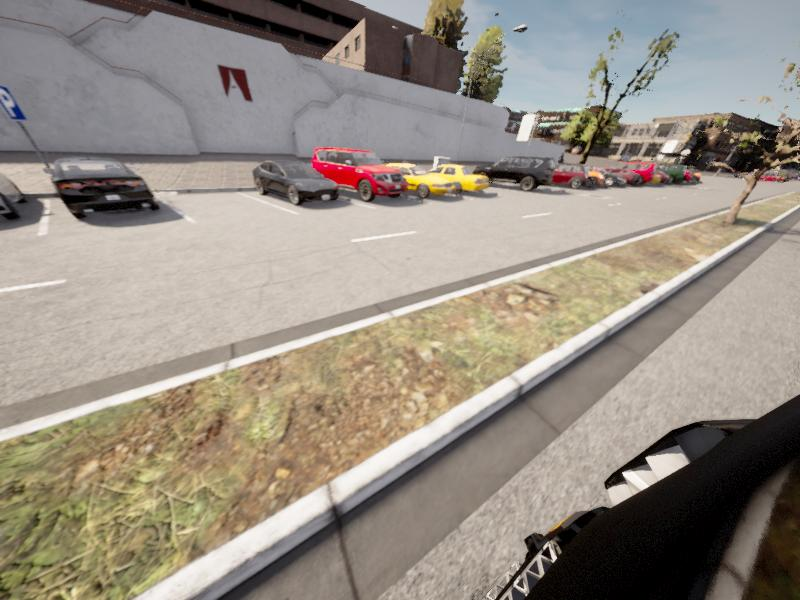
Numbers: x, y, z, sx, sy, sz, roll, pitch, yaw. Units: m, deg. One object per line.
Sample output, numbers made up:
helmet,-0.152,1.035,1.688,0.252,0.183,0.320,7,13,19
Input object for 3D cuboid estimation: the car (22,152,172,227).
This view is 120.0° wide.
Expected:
car,-10.005,-3.948,7.753,5.008,1.535,2.097,26,40,32

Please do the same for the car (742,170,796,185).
car,58.254,-19.439,36.608,1.851,1.617,3.988,-9,35,-21

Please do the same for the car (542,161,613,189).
car,15.927,-11.386,20.881,4.553,1.767,2.185,26,39,31

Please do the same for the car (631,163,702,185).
car,34.181,-16.484,30.039,5.566,2.045,2.435,26,39,32

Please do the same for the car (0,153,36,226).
car,-12.607,-3.184,6.468,4.674,1.452,2.002,26,39,32

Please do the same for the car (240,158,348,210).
car,-4.793,-5.395,10.388,4.792,1.488,2.163,26,39,32

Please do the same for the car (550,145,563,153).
car,46.826,-45.181,69.052,1.946,1.575,5.366,32,42,28

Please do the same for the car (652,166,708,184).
car,39.417,-17.774,32.705,4.553,1.767,2.185,27,40,32

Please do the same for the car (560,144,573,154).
car,48.131,-43.509,66.719,1.878,1.987,4.442,32,42,28

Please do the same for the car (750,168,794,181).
car,81.566,-27.629,50.796,1.878,1.987,4.442,-26,42,-37

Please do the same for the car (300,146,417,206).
car,-2.185,-6.367,11.552,5.566,2.045,2.435,26,39,32

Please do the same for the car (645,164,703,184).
car,36.861,-17.133,31.313,4.442,1.987,1.878,26,39,32

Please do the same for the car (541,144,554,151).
car,45.236,-46.807,70.955,2.002,1.452,4.674,32,42,27

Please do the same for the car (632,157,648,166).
car,56.980,-32.965,54.975,2.002,1.452,4.674,32,42,28

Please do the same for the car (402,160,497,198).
car,2.825,-7.703,14.422,5.366,1.575,1.946,26,40,32

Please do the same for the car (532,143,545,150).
car,43.750,-48.537,72.948,2.002,1.452,4.674,32,42,28

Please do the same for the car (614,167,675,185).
car,28.927,-14.821,27.567,4.674,1.452,2.002,26,40,32

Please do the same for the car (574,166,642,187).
car,21.106,-12.692,23.605,4.792,1.488,2.163,26,40,32

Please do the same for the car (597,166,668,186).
car,26.183,-14.214,26.322,5.366,1.575,1.946,26,40,32

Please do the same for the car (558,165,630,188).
car,18.536,-11.991,22.260,4.892,1.521,2.231,26,39,32

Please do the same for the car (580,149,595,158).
car,51.105,-39.911,62.932,2.231,1.521,4.892,32,42,28

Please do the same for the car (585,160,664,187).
car,23.716,-13.646,24.780,5.566,2.045,2.435,26,40,31

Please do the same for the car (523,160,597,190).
car,13.377,-10.637,19.519,4.553,1.767,2.185,26,40,32

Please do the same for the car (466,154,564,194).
car,8.143,-9.312,16.838,5.566,2.045,2.435,26,40,32

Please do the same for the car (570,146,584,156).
car,49.603,-41.776,64.719,1.878,1.987,4.442,32,42,28

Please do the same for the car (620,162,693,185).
car,31.520,-15.792,28.747,5.566,2.045,2.435,26,40,32

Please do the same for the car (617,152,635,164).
car,55.560,-34.936,56.815,2.435,2.045,5.566,32,42,28

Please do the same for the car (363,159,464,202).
car,0.520,-6.835,12.915,5.366,1.575,1.946,26,39,32
